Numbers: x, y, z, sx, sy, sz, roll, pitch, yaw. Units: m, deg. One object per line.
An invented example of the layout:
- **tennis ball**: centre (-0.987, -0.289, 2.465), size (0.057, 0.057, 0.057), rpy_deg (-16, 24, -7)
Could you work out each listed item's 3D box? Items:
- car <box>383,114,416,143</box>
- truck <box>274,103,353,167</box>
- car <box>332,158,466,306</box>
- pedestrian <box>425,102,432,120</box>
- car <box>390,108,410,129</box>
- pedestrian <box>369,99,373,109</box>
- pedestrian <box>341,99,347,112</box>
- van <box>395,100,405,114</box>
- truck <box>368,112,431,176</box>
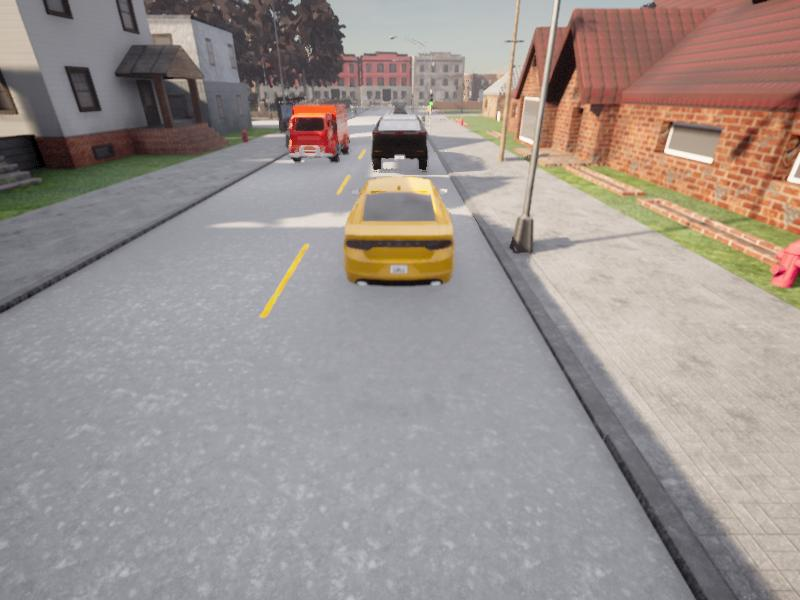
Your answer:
- **car**: centre (-0.013, -12.329, 28.610), size (2.128, 1.511, 4.902), rpy_deg (0, 27, 0)
- **truck**: centre (-4.002, -8.319, 19.843), size (2.627, 2.467, 5.204), rpy_deg (0, 28, 0)
- **car**: centre (-0.015, -1.742, 8.193), size (1.882, 1.535, 5.008), rpy_deg (0, 27, 0)
- **pedestrian**: centre (3.348, -21.889, 46.362), size (0.751, 1.860, 0.751), rpy_deg (1, 27, 3)
- **car**: centre (-0.011, -17.472, 38.408), size (1.851, 1.617, 3.988), rpy_deg (0, 27, 0)
- **pedestrian**: centre (-5.845, -39.624, 80.741), size (0.751, 1.860, 0.751), rpy_deg (1, 27, 3)
- **pedestrian**: centre (-9.250, -32.225, 66.267), size (0.751, 1.860, 0.751), rpy_deg (0, 27, 0)
- **van**: centre (-0.004, -32.669, 67.739), size (1.775, 1.987, 4.442), rpy_deg (0, 27, 0)
- **truck**: centre (-0.014, -7.375, 18.430), size (2.390, 2.098, 6.274), rpy_deg (0, 27, 0)
